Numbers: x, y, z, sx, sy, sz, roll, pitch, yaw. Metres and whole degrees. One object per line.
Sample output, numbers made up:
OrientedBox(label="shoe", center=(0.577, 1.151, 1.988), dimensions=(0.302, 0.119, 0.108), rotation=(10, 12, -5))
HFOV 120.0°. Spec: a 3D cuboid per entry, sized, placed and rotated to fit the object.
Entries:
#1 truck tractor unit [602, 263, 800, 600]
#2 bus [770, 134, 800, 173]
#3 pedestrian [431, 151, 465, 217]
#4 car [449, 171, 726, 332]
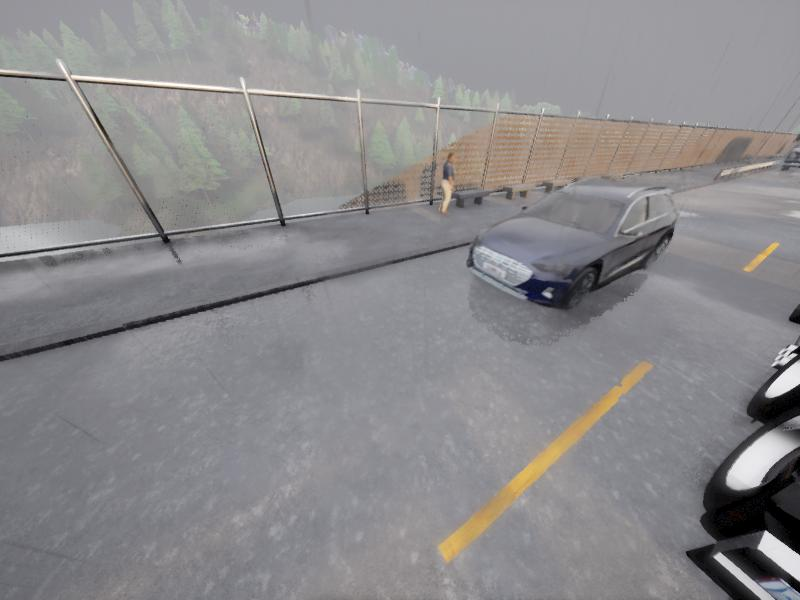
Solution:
OrientedBox(label="truck tractor unit", center=(5.108, -0.304, 0.785), dimensions=(6.516, 4.208, 3.053), rotation=(-18, 39, -24))
OrientedBox(label="bus", center=(39.297, -14.038, 20.703), dimensions=(10.273, 4.253, 3.944), rotation=(-19, 39, -25))
OrientedBox(label="pedestrian", center=(1.526, -3.781, 7.588), dimensions=(0.751, 1.860, 0.751), rotation=(0, 35, 0))
OrientedBox(label="car", center=(3.639, -1.403, 4.615), dimensions=(4.856, 1.649, 2.033), rotation=(-18, 39, -24))
